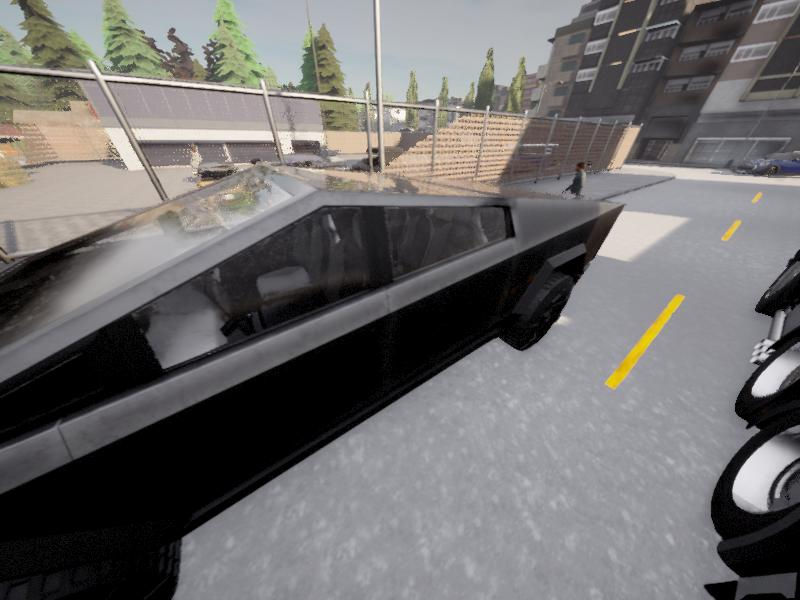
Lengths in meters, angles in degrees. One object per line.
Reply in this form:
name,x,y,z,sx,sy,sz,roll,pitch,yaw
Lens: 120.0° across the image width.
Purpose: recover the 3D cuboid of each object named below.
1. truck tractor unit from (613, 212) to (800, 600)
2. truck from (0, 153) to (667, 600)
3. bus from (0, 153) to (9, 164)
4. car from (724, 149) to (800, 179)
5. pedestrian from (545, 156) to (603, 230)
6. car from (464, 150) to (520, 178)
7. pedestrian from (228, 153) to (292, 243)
truck tractor unit,5.016,-0.387,0.898,6.516,4.208,3.053,-22,41,-28
truck,-0.438,-0.146,2.369,6.274,2.098,2.390,-21,40,-28
bus,-46.335,-15.760,22.550,10.273,4.253,3.944,10,36,13
car,28.891,-10.316,17.461,4.553,1.767,2.097,5,35,7
pedestrian,5.191,-3.204,6.968,0.751,1.860,0.751,23,41,29
car,6.887,-10.266,17.310,3.705,1.547,1.789,-22,40,-28
pedestrian,-3.332,-2.480,5.681,0.751,1.860,0.751,-14,37,-19
